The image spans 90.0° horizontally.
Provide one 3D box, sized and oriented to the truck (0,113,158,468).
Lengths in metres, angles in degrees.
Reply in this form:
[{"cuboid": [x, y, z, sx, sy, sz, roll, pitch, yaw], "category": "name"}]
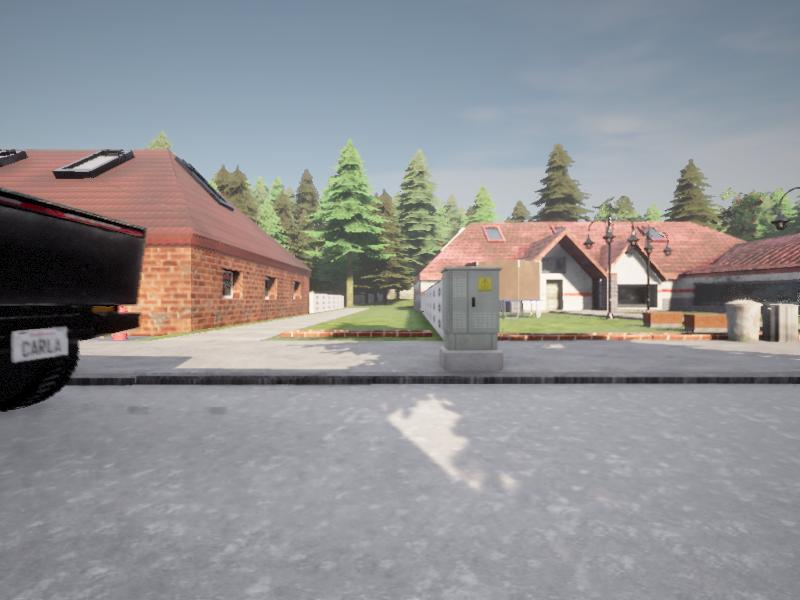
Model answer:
[{"cuboid": [-5.497, -0.044, 2.706, 6.274, 2.098, 2.390, 0, 0, 0], "category": "truck"}]
